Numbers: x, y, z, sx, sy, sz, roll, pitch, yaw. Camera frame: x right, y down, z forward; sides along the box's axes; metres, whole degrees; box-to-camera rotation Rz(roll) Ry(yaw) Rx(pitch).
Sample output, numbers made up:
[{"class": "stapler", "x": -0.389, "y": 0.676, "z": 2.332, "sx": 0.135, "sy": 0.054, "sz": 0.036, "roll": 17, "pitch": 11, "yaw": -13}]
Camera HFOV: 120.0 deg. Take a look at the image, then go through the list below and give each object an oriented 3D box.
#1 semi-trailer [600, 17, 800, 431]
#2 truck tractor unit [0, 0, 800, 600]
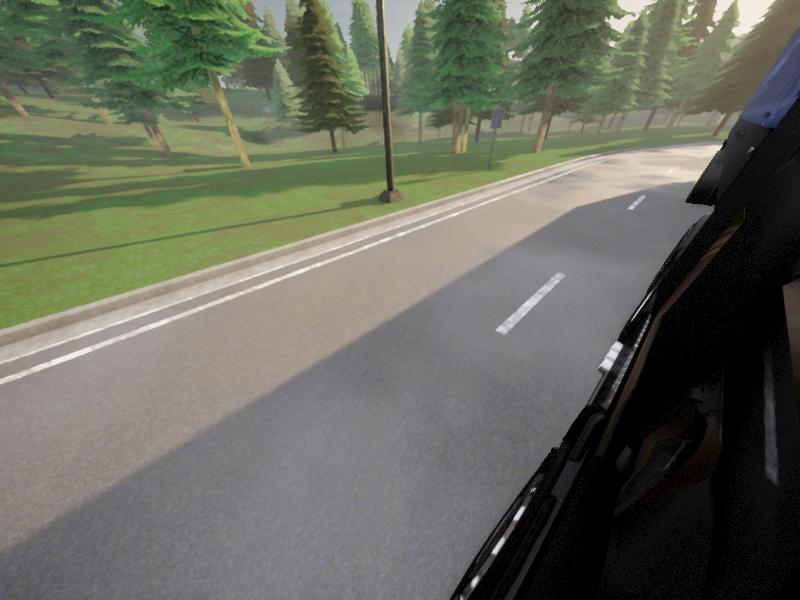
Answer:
[{"class": "semi-trailer", "x": 8.578, "y": -3.683, "z": 4.344, "sx": 14.254, "sy": 4.402, "sz": 2.717, "roll": -30, "pitch": 44, "yaw": -31}, {"class": "truck tractor unit", "x": 2.645, "y": -0.295, "z": 0.352, "sx": 6.516, "sy": 4.208, "sz": 3.053, "roll": -28, "pitch": 44, "yaw": -30}]
